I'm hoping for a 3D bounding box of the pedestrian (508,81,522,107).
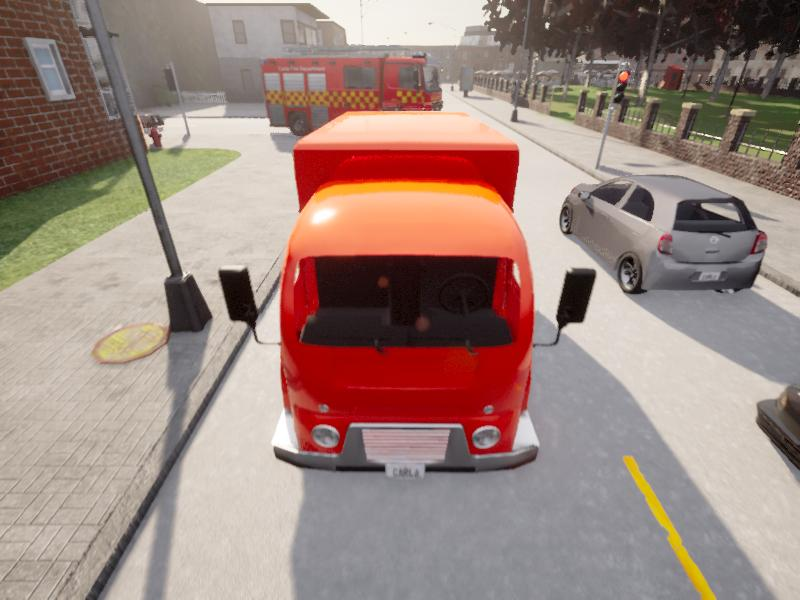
[{"bbox_3d":[9.559,-17.143,33.262,0.751,1.860,0.751,0,30,0],"label":"pedestrian"}]

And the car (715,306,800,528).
[{"bbox_3d":[4.079,2.003,1.205,2.033,1.411,5.357,0,30,0],"label":"car"}]

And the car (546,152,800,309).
[{"bbox_3d":[4.222,-1.440,6.964,1.845,1.501,3.633,-1,30,-1],"label":"car"}]

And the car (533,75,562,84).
[{"bbox_3d":[29.912,-44.875,81.315,5.008,1.535,1.882,0,30,0],"label":"car"}]

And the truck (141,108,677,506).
[{"bbox_3d":[0.060,-0.733,4.831,2.627,2.467,5.204,0,30,0],"label":"truck"}]

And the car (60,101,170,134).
[{"bbox_3d":[-15.078,-9.782,21.384,4.181,1.385,1.994,0,30,0],"label":"car"}]

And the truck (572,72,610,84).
[{"bbox_3d":[38.647,-45.002,81.217,6.274,2.098,2.390,0,30,0],"label":"truck"}]

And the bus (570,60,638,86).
[{"bbox_3d":[39.285,-43.890,77.373,10.273,4.253,3.944,0,30,0],"label":"bus"}]

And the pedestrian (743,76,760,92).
[{"bbox_3d":[46.300,-28.490,52.711,0.751,1.860,0.751,1,30,2],"label":"pedestrian"}]

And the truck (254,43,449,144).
[{"bbox_3d":[-2.229,-10.037,19.399,8.468,3.827,2.891,9,31,16],"label":"truck"}]
